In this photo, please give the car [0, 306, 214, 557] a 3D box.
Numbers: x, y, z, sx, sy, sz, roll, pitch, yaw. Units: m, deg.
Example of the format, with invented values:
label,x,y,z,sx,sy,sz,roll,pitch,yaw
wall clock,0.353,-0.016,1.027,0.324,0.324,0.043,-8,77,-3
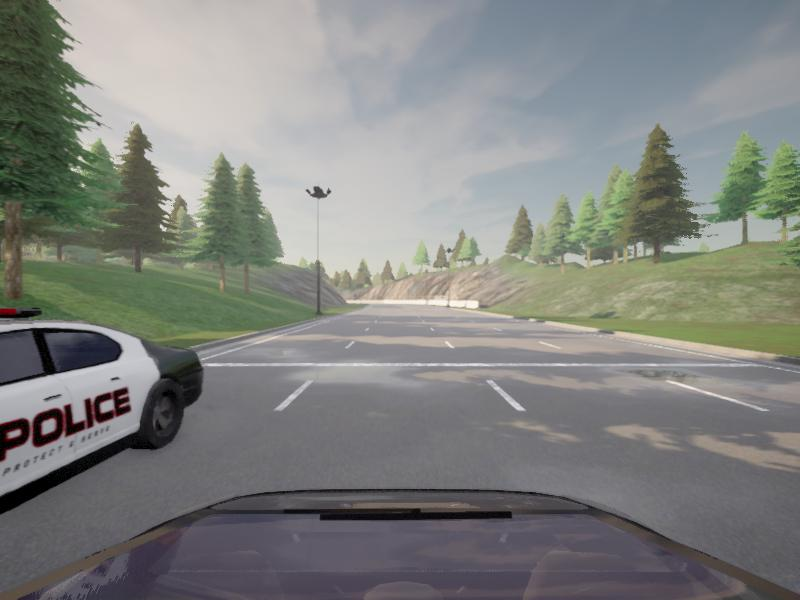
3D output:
label,x,y,z,sx,sy,sz,roll,pitch,yaw
car,-3.504,0.831,2.837,2.038,1.542,4.974,0,-1,0
